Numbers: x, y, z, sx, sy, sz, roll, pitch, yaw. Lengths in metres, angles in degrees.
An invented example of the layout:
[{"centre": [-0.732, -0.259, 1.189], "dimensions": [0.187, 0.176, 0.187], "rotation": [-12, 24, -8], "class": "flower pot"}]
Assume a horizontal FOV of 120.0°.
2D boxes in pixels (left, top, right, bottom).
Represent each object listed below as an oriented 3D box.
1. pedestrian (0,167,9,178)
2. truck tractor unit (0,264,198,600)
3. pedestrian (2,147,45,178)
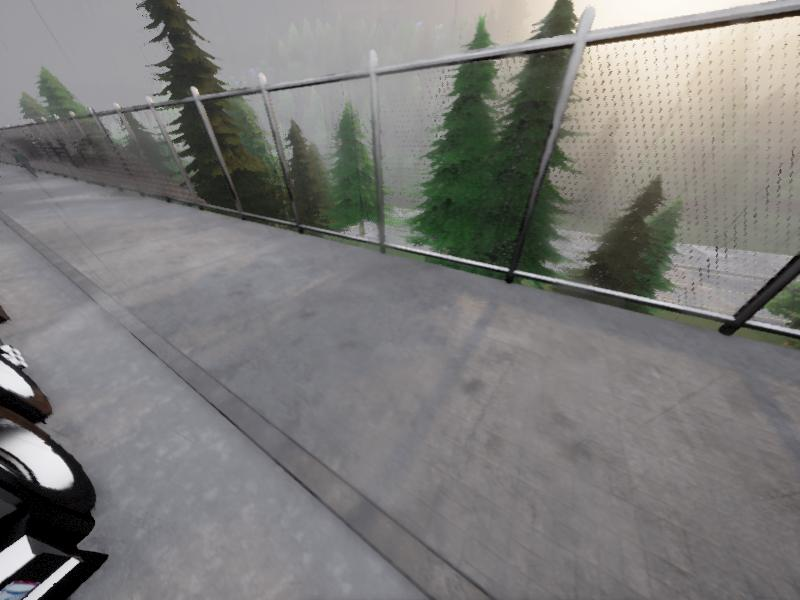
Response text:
[{"centre": [-29.522, -9.780, 16.498], "dimensions": [0.751, 1.860, 0.751], "rotation": [23, 41, 30], "class": "pedestrian"}, {"centre": [-5.119, -0.292, 0.780], "dimensions": [6.516, 4.208, 3.053], "rotation": [18, 39, 24], "class": "truck tractor unit"}, {"centre": [-26.998, -9.867, 16.599], "dimensions": [0.751, 1.860, 0.751], "rotation": [21, 40, 28], "class": "pedestrian"}]
